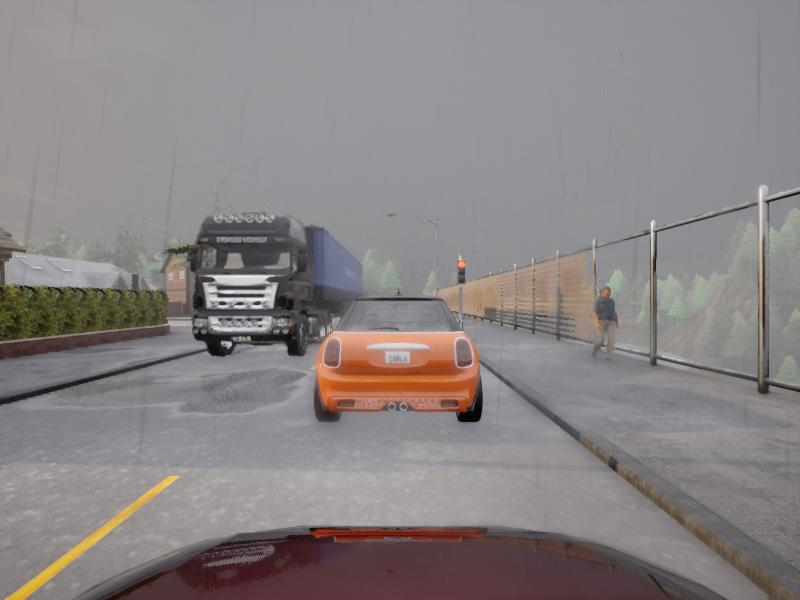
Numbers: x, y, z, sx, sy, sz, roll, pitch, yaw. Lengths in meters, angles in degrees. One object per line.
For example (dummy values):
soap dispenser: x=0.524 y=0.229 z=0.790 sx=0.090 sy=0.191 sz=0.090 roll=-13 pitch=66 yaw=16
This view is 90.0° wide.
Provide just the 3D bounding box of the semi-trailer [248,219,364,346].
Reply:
semi-trailer: x=-3.899 y=-0.616 z=21.018 sx=2.717 sy=4.402 sz=14.254 roll=0 pitch=0 yaw=0

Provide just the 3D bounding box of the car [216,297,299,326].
car: x=-8.807 y=0.694 z=25.095 sx=4.553 sy=1.767 sz=2.097 roll=0 pitch=0 yaw=-5

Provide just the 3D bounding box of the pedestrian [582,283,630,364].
pedestrian: x=4.915 y=0.533 z=9.585 sx=0.751 sy=1.860 sz=0.751 roll=0 pitch=0 yaw=-2

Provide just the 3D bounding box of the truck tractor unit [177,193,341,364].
truck tractor unit: x=-3.937 y=-0.520 z=13.105 sx=3.053 sy=4.208 sz=6.516 roll=0 pitch=0 yaw=0

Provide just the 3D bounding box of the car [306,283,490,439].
car: x=-0.001 y=0.694 z=6.836 sx=2.097 sy=1.767 sz=4.553 roll=0 pitch=0 yaw=1
